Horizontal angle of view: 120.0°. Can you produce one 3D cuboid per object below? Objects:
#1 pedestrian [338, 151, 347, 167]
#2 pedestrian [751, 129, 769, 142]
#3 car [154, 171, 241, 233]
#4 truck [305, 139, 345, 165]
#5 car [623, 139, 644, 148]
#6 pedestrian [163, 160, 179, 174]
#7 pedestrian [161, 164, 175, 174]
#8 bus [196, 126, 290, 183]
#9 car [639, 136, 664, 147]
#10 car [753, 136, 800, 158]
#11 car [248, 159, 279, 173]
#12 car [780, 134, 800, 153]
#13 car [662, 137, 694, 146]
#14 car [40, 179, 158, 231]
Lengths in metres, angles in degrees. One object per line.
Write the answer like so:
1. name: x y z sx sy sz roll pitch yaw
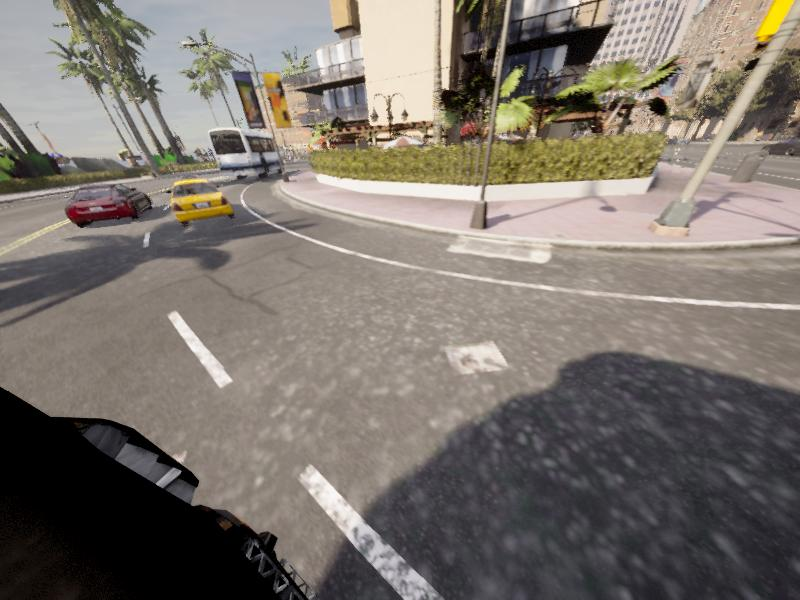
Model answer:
1. pedestrian: -7.995 -19.520 31.977 0.751 1.860 0.751 1 34 5
2. pedestrian: 65.051 -29.764 41.753 0.751 1.860 0.751 -4 34 -1
3. car: -8.562 -4.397 9.814 1.801 1.575 5.366 -25 40 -30
4. truck: -14.227 -28.791 44.965 2.891 3.827 8.468 5 34 13
5. car: 48.797 -32.821 48.360 1.994 1.385 4.181 14 37 24
6. pedestrian: -34.847 -20.305 35.237 0.751 1.860 0.751 0 34 4
7. pedestrian: -35.506 -19.979 35.305 0.751 1.300 0.751 -2 34 2
8. bus: -16.368 -16.137 25.686 3.944 4.253 10.273 -6 34 -4
9. car: 53.152 -33.552 48.910 2.033 1.649 4.856 14 37 24
10. car: 35.567 -13.786 20.710 2.033 1.411 5.357 14 37 24
11. car: -19.762 -19.602 33.678 1.970 1.475 3.806 -1 34 2
12. car: 40.378 -14.953 22.017 2.163 1.488 4.792 14 37 24
13. car: 55.621 -31.817 46.304 2.033 1.411 5.357 11 36 20
14. car: -13.170 -4.524 10.555 1.994 1.385 4.181 -22 38 -26
